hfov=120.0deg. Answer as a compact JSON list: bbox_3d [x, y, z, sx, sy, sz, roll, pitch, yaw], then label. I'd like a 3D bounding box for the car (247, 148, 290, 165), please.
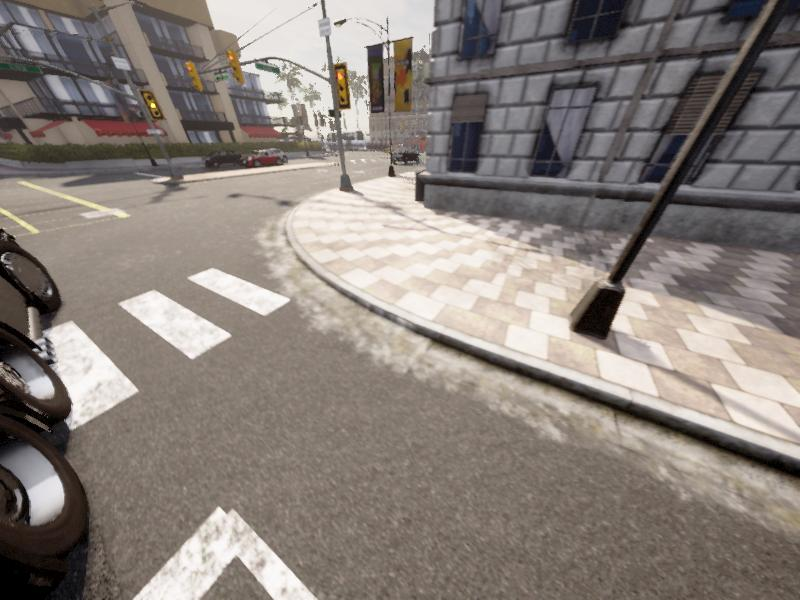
[{"bbox_3d":[-15.724,-17.307,27.802,1.970,1.475,3.806,18,39,24],"label":"car"}]

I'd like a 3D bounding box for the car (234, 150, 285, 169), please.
[{"bbox_3d":[-14.374,-14.599,23.888,1.970,1.475,3.806,18,39,24],"label":"car"}]

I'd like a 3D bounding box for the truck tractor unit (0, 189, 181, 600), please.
[{"bbox_3d":[-4.979,-0.414,0.947,6.516,4.208,3.053,24,42,30],"label":"truck tractor unit"}]

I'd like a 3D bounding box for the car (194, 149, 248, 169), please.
[{"bbox_3d":[-18.372,-14.626,23.889,1.789,1.549,3.705,18,38,24],"label":"car"}]
